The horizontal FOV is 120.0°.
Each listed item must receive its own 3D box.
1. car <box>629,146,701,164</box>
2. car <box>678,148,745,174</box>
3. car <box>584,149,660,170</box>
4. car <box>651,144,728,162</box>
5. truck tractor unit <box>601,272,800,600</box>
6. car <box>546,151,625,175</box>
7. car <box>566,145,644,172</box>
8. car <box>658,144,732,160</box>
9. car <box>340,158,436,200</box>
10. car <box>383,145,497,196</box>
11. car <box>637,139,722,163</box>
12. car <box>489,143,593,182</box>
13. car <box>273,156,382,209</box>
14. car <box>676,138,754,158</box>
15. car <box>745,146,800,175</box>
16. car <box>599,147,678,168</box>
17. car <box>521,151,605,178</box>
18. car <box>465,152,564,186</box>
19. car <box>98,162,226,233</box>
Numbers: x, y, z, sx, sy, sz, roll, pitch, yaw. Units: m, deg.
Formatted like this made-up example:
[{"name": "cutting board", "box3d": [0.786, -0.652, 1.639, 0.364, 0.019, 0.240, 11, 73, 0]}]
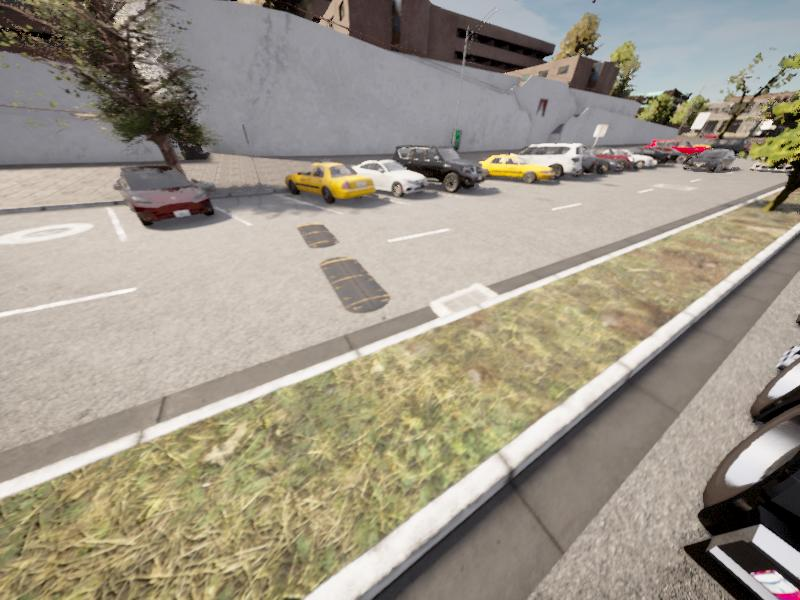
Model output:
[{"name": "car", "box3d": [28.226, -15.646, 24.860, 4.792, 1.488, 2.163, 26, 42, 33]}, {"name": "car", "box3d": [25.575, -11.465, 18.965, 4.892, 1.490, 1.837, -18, 39, -23]}, {"name": "car", "box3d": [20.319, -13.082, 21.365, 4.674, 1.452, 2.002, 26, 42, 33]}, {"name": "car", "box3d": [33.598, -17.323, 27.101, 5.366, 1.575, 1.946, 26, 42, 33]}, {"name": "truck tractor unit", "box3d": [5.121, -0.290, 0.764, 6.516, 4.208, 3.053, -18, 39, -23]}, {"name": "car", "box3d": [15.068, -11.380, 19.015, 4.674, 1.452, 2.002, 26, 42, 33]}, {"name": "car", "box3d": [17.669, -12.378, 20.112, 4.553, 1.767, 2.185, 26, 42, 33]}, {"name": "car", "box3d": [35.939, -18.305, 28.476, 5.366, 1.575, 1.946, 26, 43, 33]}, {"name": "car", "box3d": [-0.712, -6.371, 11.885, 4.674, 1.452, 2.002, 26, 42, 33]}, {"name": "car", "box3d": [1.945, -7.423, 12.902, 5.566, 2.045, 2.435, 26, 42, 33]}, {"name": "car", "box3d": [30.851, -16.733, 25.876, 5.566, 2.045, 2.435, 26, 42, 33]}, {"name": "car", "box3d": [9.781, -9.942, 16.494, 5.566, 2.045, 2.435, 26, 43, 33]}, {"name": "car", "box3d": [-3.483, -5.647, 10.757, 5.366, 1.575, 1.946, 26, 42, 33]}, {"name": "car", "box3d": [41.305, -20.147, 30.601, 5.566, 2.045, 2.435, 26, 43, 33]}, {"name": "car", "box3d": [30.384, -11.126, 18.260, 4.611, 1.667, 2.242, -18, 39, -23]}, {"name": "car", "box3d": [22.950, -13.963, 22.507, 5.008, 1.535, 2.097, 26, 43, 33]}, {"name": "car", "box3d": [12.409, -10.551, 17.835, 4.792, 1.488, 2.163, 26, 43, 33]}, {"name": "car", "box3d": [7.316, -8.824, 15.335, 5.366, 1.575, 1.946, 26, 42, 33]}, {"name": "car", "box3d": [-8.573, -3.910, 8.267, 4.792, 1.488, 2.163, 26, 42, 33]}]
